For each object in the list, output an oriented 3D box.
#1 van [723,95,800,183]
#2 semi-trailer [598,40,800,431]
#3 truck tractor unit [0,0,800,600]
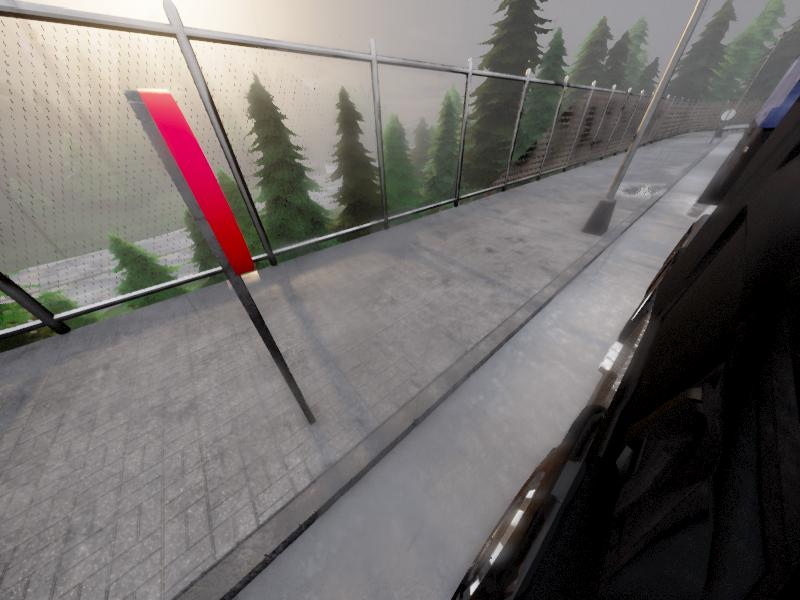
[{"bbox_3d":[16.356,-6.920,9.755,5.915,2.561,1.988,-28,44,-30],"label":"van"},{"bbox_3d":[8.699,-3.606,4.226,14.254,4.402,2.717,-28,44,-30],"label":"semi-trailer"},{"bbox_3d":[2.645,-0.295,0.351,6.516,4.208,3.053,-28,44,-30],"label":"truck tractor unit"}]
